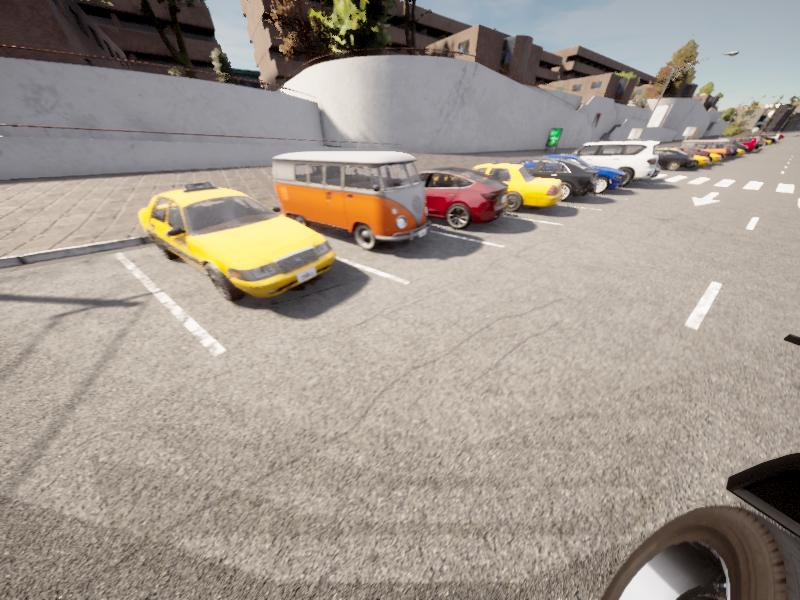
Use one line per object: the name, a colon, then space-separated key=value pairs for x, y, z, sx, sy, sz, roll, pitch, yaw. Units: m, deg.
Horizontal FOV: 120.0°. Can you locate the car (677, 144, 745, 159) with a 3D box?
car: x=40.108 y=-19.362 z=30.038 sx=4.792 sy=1.488 sz=2.163 roll=21 pitch=40 yaw=29

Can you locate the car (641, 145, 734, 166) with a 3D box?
car: x=28.065 y=-14.388 z=22.927 sx=5.366 sy=1.575 sz=1.946 roll=21 pitch=40 yaw=29

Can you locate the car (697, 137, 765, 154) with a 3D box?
car: x=52.328 y=-24.624 z=36.806 sx=5.566 sy=2.045 sz=2.435 roll=21 pitch=41 yaw=29

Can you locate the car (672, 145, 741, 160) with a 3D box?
car: x=37.691 y=-18.351 z=28.634 sx=4.674 sy=1.452 sz=2.002 roll=21 pitch=40 yaw=29

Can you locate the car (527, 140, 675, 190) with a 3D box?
car: x=10.782 y=-7.769 z=13.089 sx=5.566 sy=2.045 sz=2.435 roll=21 pitch=40 yaw=29

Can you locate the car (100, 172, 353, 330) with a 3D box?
car: x=-3.692 y=-1.530 z=4.782 sx=5.366 sy=1.575 sz=1.946 roll=21 pitch=40 yaw=29

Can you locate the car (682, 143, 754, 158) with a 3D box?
car: x=42.735 y=-20.326 z=31.314 sx=5.366 sy=1.575 sz=1.946 roll=21 pitch=40 yaw=29

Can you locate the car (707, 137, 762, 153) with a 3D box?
car: x=54.898 y=-25.577 z=38.135 sx=4.442 sy=1.987 sz=1.878 roll=21 pitch=40 yaw=29

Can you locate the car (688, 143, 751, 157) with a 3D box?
car: x=45.051 y=-21.349 z=32.793 sx=4.792 sy=1.488 sz=2.163 roll=21 pitch=40 yaw=29

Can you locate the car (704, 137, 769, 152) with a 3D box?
car: x=57.268 y=-26.642 z=39.541 sx=5.566 sy=2.045 sz=2.435 roll=21 pitch=40 yaw=29

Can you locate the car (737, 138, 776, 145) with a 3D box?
car: x=86.689 y=-38.662 z=56.317 sx=4.674 sy=1.452 sz=2.002 roll=21 pitch=40 yaw=29

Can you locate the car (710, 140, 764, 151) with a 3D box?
car: x=59.693 y=-27.454 z=41.069 sx=4.892 sy=1.521 sz=2.231 roll=21 pitch=41 yaw=29

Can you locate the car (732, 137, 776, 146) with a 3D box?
car: x=84.076 y=-37.722 z=54.990 sx=5.366 sy=1.575 sz=1.946 roll=21 pitch=41 yaw=29

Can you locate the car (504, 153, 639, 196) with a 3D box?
car: x=8.368 y=-6.566 z=11.832 sx=5.008 sy=1.535 sz=2.097 roll=21 pitch=40 yaw=29

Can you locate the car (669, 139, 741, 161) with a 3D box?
car: x=35.346 y=-17.547 z=27.042 sx=4.442 sy=1.987 sz=1.878 roll=21 pitch=40 yaw=29

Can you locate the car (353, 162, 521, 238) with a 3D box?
car: x=1.016 y=-3.561 z=7.680 sx=4.792 sy=1.488 sz=2.163 roll=21 pitch=41 yaw=29

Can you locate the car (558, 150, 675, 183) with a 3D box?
car: x=13.253 y=-8.549 z=14.626 sx=4.892 sy=1.521 sz=2.231 roll=21 pitch=40 yaw=28

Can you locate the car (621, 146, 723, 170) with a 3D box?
car: x=23.178 y=-12.429 z=20.122 sx=5.366 sy=1.575 sz=1.946 roll=21 pitch=40 yaw=28

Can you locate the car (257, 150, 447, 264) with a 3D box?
car: x=-1.307 y=-2.731 z=6.079 sx=4.442 sy=1.987 sz=1.878 roll=21 pitch=40 yaw=29

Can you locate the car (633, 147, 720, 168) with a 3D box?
car: x=25.443 y=-13.448 z=21.642 sx=4.792 sy=1.488 sz=2.163 roll=21 pitch=40 yaw=28

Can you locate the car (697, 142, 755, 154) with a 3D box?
car: x=49.916 y=-23.364 z=35.577 sx=4.674 sy=1.452 sz=2.002 roll=21 pitch=41 yaw=29

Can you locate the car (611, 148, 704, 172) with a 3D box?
car: x=20.584 y=-11.467 z=18.829 sx=4.674 sy=1.452 sz=2.002 roll=21 pitch=40 yaw=29

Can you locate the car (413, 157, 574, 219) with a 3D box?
car: x=3.330 y=-4.634 z=9.128 sx=5.366 sy=1.575 sz=1.946 roll=21 pitch=40 yaw=29

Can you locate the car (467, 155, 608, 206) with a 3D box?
car: x=5.930 y=-5.564 z=10.431 sx=4.892 sy=1.521 sz=2.231 roll=21 pitch=40 yaw=29

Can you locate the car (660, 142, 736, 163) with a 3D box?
car: x=32.822 y=-16.501 z=25.732 sx=4.553 sy=1.767 sz=2.185 roll=21 pitch=40 yaw=28
